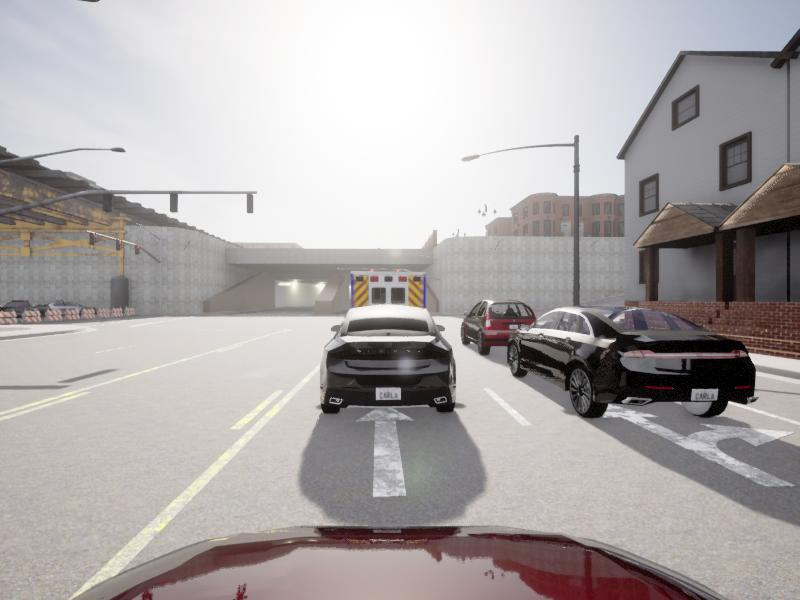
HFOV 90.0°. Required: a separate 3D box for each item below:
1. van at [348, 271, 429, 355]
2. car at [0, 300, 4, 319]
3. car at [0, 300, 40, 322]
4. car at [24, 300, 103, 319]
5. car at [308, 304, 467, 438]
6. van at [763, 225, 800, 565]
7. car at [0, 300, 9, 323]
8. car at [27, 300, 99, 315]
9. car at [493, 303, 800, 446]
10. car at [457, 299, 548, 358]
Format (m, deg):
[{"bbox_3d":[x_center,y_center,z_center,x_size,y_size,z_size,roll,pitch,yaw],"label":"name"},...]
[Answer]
[{"bbox_3d":[-0.436,0.378,14.773,2.351,2.431,6.366,0,0,-2],"label":"van"},{"bbox_3d":[-29.000,0.638,25.964,1.853,1.218,4.536,0,0,42],"label":"car"},{"bbox_3d":[-29.116,0.796,30.609,2.038,1.542,4.974,0,0,-38],"label":"car"},{"bbox_3d":[-30.069,0.796,35.949,2.038,1.542,4.974,0,0,27],"label":"car"},{"bbox_3d":[-0.209,0.844,7.073,1.837,1.490,4.892,0,0,-2],"label":"car"},{"bbox_3d":[3.492,0.572,0.423,2.069,2.038,4.480,0,0,-2],"label":"van"},{"bbox_3d":[-28.966,0.796,26.003,2.038,1.542,4.974,0,0,42],"label":"car"},{"bbox_3d":[-30.092,0.638,35.903,1.853,1.218,4.536,0,0,27],"label":"car"},{"bbox_3d":[3.293,0.836,6.852,2.128,1.511,4.902,0,0,-2],"label":"car"},{"bbox_3d":[3.116,0.788,13.044,1.851,1.617,3.988,0,0,-2],"label":"car"}]
